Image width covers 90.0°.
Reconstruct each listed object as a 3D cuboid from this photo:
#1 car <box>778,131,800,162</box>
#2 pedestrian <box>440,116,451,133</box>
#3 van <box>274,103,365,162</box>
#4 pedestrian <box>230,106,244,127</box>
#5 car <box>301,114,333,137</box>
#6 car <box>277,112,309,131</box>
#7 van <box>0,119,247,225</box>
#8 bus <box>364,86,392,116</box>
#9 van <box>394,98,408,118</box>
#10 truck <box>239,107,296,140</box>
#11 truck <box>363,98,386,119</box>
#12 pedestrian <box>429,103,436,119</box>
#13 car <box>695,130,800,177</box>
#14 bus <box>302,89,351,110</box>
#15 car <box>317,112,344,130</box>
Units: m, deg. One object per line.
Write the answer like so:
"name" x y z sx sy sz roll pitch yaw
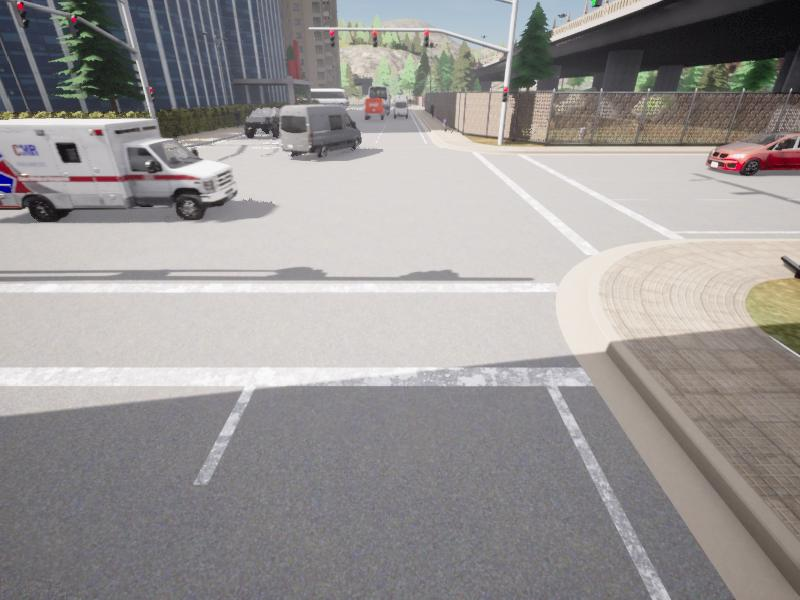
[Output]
"car" 22.720 -7.901 20.616 4.181 1.385 1.994 0 27 0
"pedestrian" 3.758 -14.504 33.039 0.751 1.300 0.751 4 27 7
"van" -4.277 -9.686 22.758 1.988 2.561 5.915 12 29 20
"pedestrian" -15.991 -18.036 39.303 0.751 1.860 0.751 -1 27 -1
"car" -6.909 -14.803 33.818 1.816 1.474 4.193 0 27 0
"car" -10.396 -17.564 39.226 1.812 1.442 4.674 0 27 0
"van" -8.005 -3.599 11.024 6.366 2.431 2.351 0 27 0
"bus" -3.448 -33.269 66.728 3.944 4.253 10.273 0 27 0
"van" 0.157 -28.569 59.448 1.988 2.561 5.915 0 27 0
"truck" -10.415 -14.263 32.085 2.390 2.098 6.274 0 27 0
"truck" -3.360 -25.830 54.125 2.627 2.467 5.204 0 25 0
"pedestrian" 4.260 -24.847 52.560 0.751 1.860 0.751 -1 27 -2
"car" 16.181 -6.446 17.454 4.611 1.667 2.242 0 27 0
"bus" -16.859 -46.429 92.455 10.273 4.253 3.944 0 27 0
"car" -6.903 -17.955 40.069 1.994 1.385 4.181 0 27 -1
